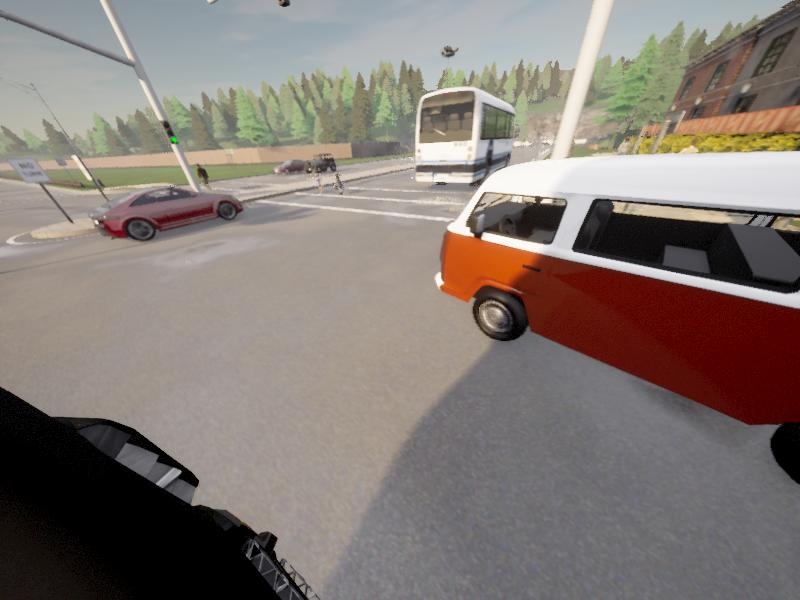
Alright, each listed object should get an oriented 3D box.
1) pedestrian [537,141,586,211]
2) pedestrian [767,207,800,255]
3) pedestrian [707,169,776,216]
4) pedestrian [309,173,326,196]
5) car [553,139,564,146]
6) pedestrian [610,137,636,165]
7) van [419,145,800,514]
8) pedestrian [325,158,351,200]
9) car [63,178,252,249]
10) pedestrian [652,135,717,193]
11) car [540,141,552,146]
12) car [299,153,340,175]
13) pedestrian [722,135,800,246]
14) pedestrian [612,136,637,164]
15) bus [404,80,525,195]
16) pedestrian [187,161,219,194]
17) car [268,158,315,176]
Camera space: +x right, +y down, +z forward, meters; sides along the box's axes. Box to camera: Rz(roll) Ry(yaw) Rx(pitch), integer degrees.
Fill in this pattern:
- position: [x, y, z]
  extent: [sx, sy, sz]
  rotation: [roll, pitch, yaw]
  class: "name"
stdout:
- position: [5.153, -3.975, 7.462]
  extent: [0.751, 1.860, 0.751]
  rotation: [16, 38, 26]
  class: "pedestrian"
- position: [7.591, -1.409, 4.164]
  extent: [0.500, 1.100, 0.500]
  rotation: [22, 41, 32]
  class: "pedestrian"
- position: [9.322, -2.964, 6.366]
  extent: [0.500, 1.100, 0.500]
  rotation: [15, 38, 25]
  class: "pedestrian"
- position: [-4.689, -6.574, 13.183]
  extent: [0.500, 1.100, 0.500]
  rotation: [8, 35, 16]
  class: "pedestrian"
- position: [55.018, -54.731, 80.217]
  extent: [1.932, 1.855, 4.605]
  rotation: [25, 43, 35]
  class: "car"
- position: [17.460, -11.691, 18.162]
  extent: [0.751, 1.860, 0.751]
  rotation: [16, 38, 26]
  class: "pedestrian"
- position: [2.577, -0.250, 2.279]
  extent: [4.480, 2.038, 2.069]
  rotation: [27, 44, 37]
  class: "van"
- position: [-3.287, -6.467, 12.368]
  extent: [0.751, 1.860, 0.751]
  rotation: [27, 44, 37]
  class: "pedestrian"
- position: [-8.256, -3.394, 8.430]
  extent: [1.994, 1.385, 4.181]
  rotation: [15, 38, 25]
  class: "car"
- position: [10.946, -5.250, 8.988]
  extent: [0.751, 1.860, 0.751]
  rotation: [17, 38, 27]
  class: "pedestrian"
- position: [51.639, -55.337, 81.738]
  extent: [4.193, 1.474, 1.816]
  rotation: [-29, 42, -33]
  class: "car"
- position: [-8.972, -15.464, 26.135]
  extent: [1.905, 1.878, 3.866]
  rotation: [16, 38, 26]
  class: "car"
- position: [7.739, -2.093, 4.493]
  extent: [0.751, 1.860, 0.751]
  rotation: [7, 35, 14]
  class: "pedestrian"
- position: [18.135, -12.079, 18.693]
  extent: [0.751, 1.860, 0.751]
  rotation: [16, 38, 26]
  class: "pedestrian"
- position: [4.612, -10.051, 14.843]
  extent: [3.944, 4.253, 10.273]
  rotation: [17, 39, 27]
  class: "bus"
- position: [-13.306, -8.293, 15.683]
  extent: [0.751, 1.860, 0.751]
  rotation: [14, 37, 23]
  class: "pedestrian"
- position: [-12.524, -15.622, 27.047]
  extent: [1.812, 1.442, 4.674]
  rotation: [16, 38, 26]
  class: "car"
